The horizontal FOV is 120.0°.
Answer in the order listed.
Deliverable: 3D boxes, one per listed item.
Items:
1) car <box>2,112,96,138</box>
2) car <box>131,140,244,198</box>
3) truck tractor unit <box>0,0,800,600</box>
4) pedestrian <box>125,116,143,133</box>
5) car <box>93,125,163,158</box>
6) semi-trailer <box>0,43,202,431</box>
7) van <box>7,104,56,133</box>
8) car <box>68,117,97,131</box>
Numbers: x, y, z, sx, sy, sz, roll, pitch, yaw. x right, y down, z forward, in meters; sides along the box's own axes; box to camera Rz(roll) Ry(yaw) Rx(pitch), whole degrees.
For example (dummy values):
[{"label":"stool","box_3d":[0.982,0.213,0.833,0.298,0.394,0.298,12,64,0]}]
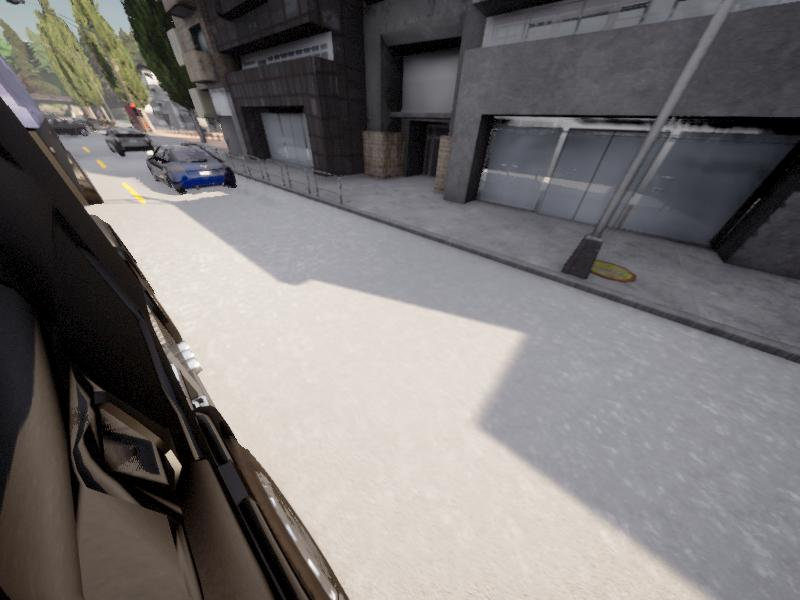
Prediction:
[{"label":"car","box_3d":[-35.191,-17.678,23.444,1.932,1.855,4.605,10,37,7]},{"label":"car","box_3d":[-8.281,-5.261,9.002,4.181,1.385,1.994,28,44,30]},{"label":"truck tractor unit","box_3d":[-2.645,-0.295,0.351,6.516,4.208,3.053,28,44,30]},{"label":"pedestrian","box_3d":[-36.229,-23.932,31.530,0.751,1.860,0.751,-15,40,-22]},{"label":"car","box_3d":[-18.157,-10.632,15.415,4.514,1.525,2.007,28,44,30]},{"label":"semi-trailer","box_3d":[-8.696,-3.609,4.225,14.254,4.402,2.717,28,44,30]},{"label":"van","box_3d":[-44.162,-21.796,27.823,5.915,2.561,1.988,28,44,30]},{"label":"car","box_3d":[-47.069,-26.074,34.223,4.892,1.490,1.837,28,44,29]}]
